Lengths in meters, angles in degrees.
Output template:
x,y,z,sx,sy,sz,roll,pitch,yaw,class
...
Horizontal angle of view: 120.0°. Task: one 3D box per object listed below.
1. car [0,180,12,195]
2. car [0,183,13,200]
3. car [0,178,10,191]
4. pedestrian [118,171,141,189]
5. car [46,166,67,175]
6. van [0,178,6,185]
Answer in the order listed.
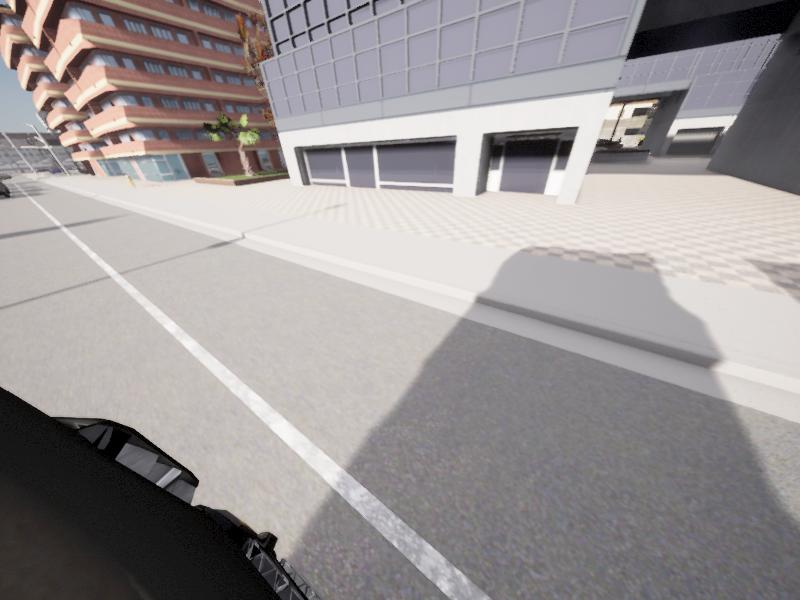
x,y,z,sx,sy,sz,roll,pitch,yaw,class
-40.517,-11.272,22.484,4.553,1.767,2.097,18,39,29,car
-34.746,-9.177,19.328,4.718,1.301,1.895,18,39,28,car
-47.199,-13.391,26.355,5.027,1.651,2.152,18,39,29,car
-23.129,-10.289,19.775,0.751,1.300,0.751,-29,42,-34,pedestrian
-89.175,-33.692,59.980,4.611,1.667,2.242,18,39,29,car
-60.411,-17.877,33.742,4.480,2.038,2.069,18,39,29,van
